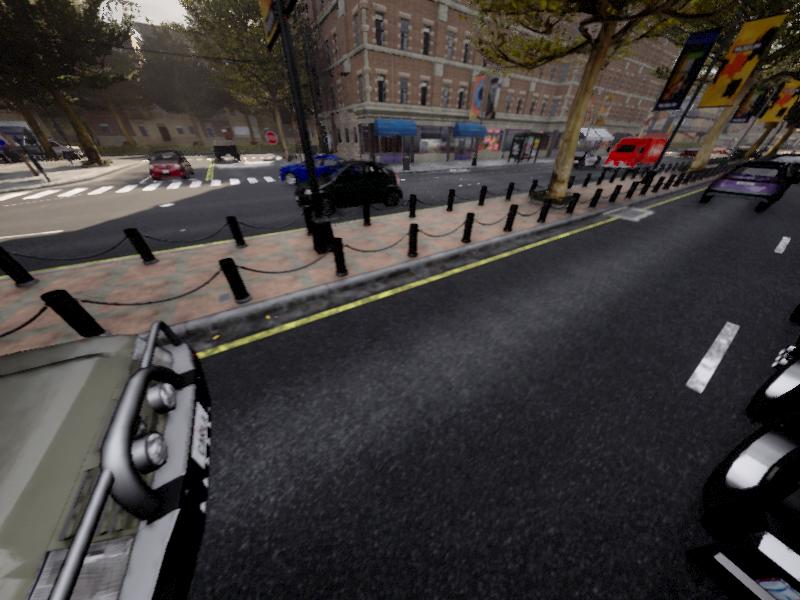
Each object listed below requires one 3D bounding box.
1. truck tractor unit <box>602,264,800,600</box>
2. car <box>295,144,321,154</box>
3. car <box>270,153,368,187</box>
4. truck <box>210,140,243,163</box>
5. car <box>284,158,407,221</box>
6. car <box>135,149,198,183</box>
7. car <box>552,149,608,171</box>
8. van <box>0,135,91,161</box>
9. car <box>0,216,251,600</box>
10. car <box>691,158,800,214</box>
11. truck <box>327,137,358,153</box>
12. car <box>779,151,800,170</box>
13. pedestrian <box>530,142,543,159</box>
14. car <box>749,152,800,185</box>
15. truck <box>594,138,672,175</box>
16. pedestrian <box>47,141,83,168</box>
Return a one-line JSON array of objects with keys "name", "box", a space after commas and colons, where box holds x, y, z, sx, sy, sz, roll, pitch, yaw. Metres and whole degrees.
[{"name": "truck tractor unit", "box": [5.108, -0.304, 0.783, 6.516, 4.208, 3.053, -18, 39, -24]}, {"name": "car", "box": [-17.674, -29.059, 44.380, 4.181, 1.385, 1.994, -18, 39, -25]}, {"name": "car", "box": [-4.601, -7.784, 13.795, 5.008, 1.535, 1.882, 2, 35, 2]}, {"name": "truck", "box": [-21.425, -18.423, 28.433, 2.390, 2.098, 6.274, -21, 40, -28]}, {"name": "car", "box": [-1.928, -4.385, 8.876, 3.988, 1.617, 1.851, -19, 39, -26]}, {"name": "car", "box": [-15.484, -9.156, 15.605, 1.851, 1.617, 3.988, -17, 39, -24]}, {"name": "car", "box": [17.267, -13.501, 22.212, 4.974, 1.542, 2.038, -19, 39, -26]}, {"name": "van", "box": [-42.917, -18.187, 27.605, 6.366, 2.431, 2.351, -20, 39, -26]}, {"name": "car", "box": [-3.240, 1.362, 0.370, 4.605, 1.855, 1.932, -19, 39, -26]}, {"name": "car", "box": [15.465, -5.152, 10.113, 4.856, 1.649, 2.033, -19, 39, -27]}, {"name": "truck", "box": [-11.722, -31.629, 47.178, 5.204, 2.467, 2.627, -19, 39, -26]}, {"name": "car", "box": [40.306, -13.874, 23.006, 3.806, 1.475, 1.970, -19, 39, -26]}, {"name": "pedestrian", "box": [18.779, -20.646, 31.892, 0.751, 1.860, 0.751, -17, 39, -24]}, {"name": "car", "box": [27.143, -9.285, 16.150, 5.238, 1.638, 1.930, -20, 40, -26]}, {"name": "truck", "box": [20.215, -12.568, 20.078, 5.204, 2.467, 2.627, -19, 39, -26]}, {"name": "pedestrian", "box": [-27.991, -12.195, 19.325, 0.751, 1.860, 0.751, -19, 39, -26]}]
